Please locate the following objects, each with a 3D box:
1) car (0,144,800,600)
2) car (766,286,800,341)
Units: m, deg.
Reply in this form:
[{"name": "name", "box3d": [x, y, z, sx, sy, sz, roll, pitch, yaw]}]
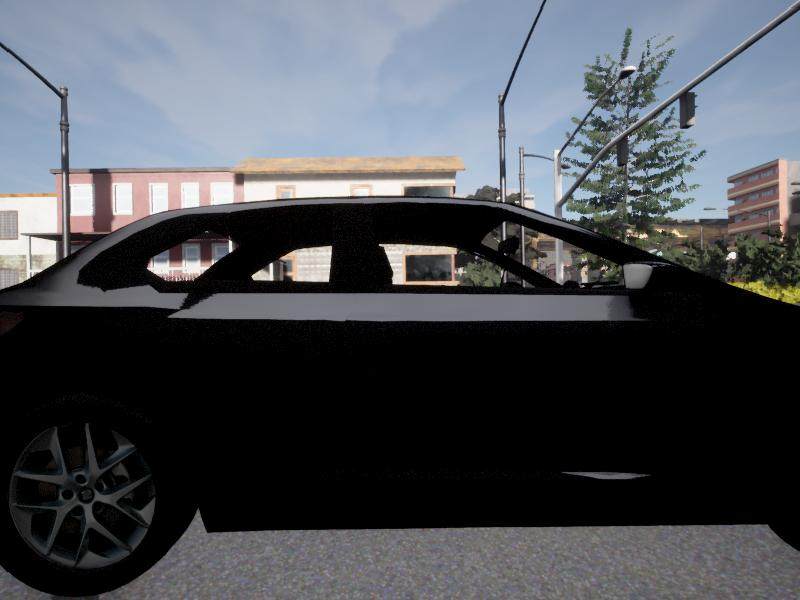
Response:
[{"name": "car", "box3d": [0.342, 0.254, 2.184, 4.193, 1.474, 1.816, 0, 0, -1]}, {"name": "car", "box3d": [11.850, 0.284, 9.446, 4.718, 1.301, 1.895, -1, 0, -1]}]
